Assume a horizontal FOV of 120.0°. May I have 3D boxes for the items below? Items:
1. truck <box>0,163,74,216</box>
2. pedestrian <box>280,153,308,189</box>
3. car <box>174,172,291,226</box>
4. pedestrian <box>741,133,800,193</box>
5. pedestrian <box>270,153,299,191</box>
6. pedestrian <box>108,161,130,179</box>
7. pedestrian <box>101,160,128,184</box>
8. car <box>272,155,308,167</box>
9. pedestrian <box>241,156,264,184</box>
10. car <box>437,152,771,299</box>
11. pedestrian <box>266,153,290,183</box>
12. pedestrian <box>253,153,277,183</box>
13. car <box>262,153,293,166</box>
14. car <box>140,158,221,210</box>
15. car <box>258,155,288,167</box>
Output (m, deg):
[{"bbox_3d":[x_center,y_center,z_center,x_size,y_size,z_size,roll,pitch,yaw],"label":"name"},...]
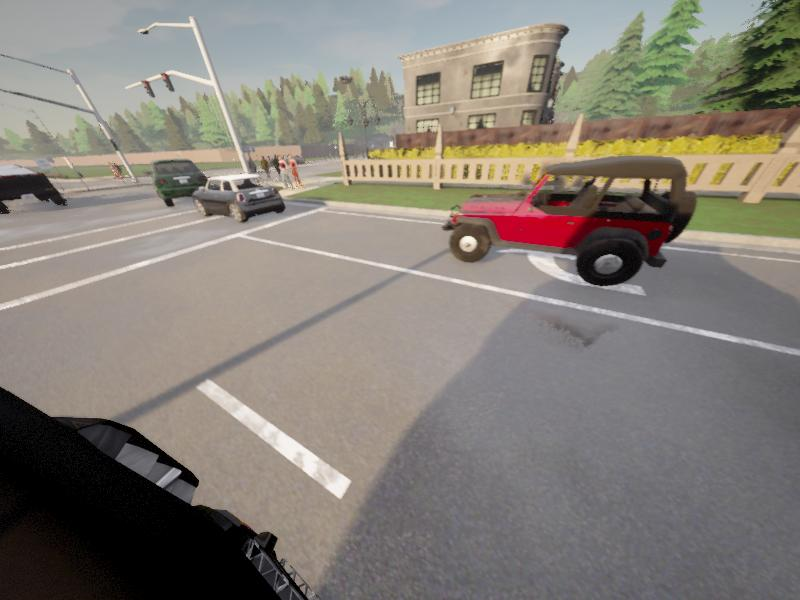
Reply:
[{"bbox_3d":[-21.913,-6.365,13.007,6.274,2.098,2.390,15,38,25],"label":"truck"},{"bbox_3d":[-6.396,-7.817,14.044,0.751,1.860,0.751,8,35,16],"label":"pedestrian"},{"bbox_3d":[-6.707,-4.235,9.367,3.806,1.475,1.970,16,38,26],"label":"car"},{"bbox_3d":[14.007,-5.002,8.474,0.751,1.860,0.751,15,38,25],"label":"pedestrian"},{"bbox_3d":[-6.672,-7.391,13.425,0.751,1.860,0.751,7,35,15],"label":"pedestrian"},{"bbox_3d":[-35.061,-16.240,28.832,0.751,1.860,0.751,12,36,20],"label":"pedestrian"},{"bbox_3d":[-26.414,-11.858,21.424,0.751,1.860,0.751,22,41,32],"label":"pedestrian"},{"bbox_3d":[-18.180,-23.112,38.380,2.163,1.488,4.792,16,38,25],"label":"car"},{"bbox_3d":[-11.856,-10.476,18.663,0.751,1.860,0.751,19,39,28],"label":"pedestrian"},{"bbox_3d":[2.952,-1.730,4.600,3.866,1.878,1.905,15,38,25],"label":"car"},{"bbox_3d":[-8.909,-9.658,16.908,0.751,1.860,0.751,18,39,27],"label":"pedestrian"},{"bbox_3d":[-10.175,-9.981,17.486,0.751,1.860,0.751,16,38,26],"label":"pedestrian"},{"bbox_3d":[-22.890,-26.390,43.319,2.097,1.767,4.553,16,38,25],"label":"car"},{"bbox_3d":[-12.287,-6.631,12.811,2.150,2.045,5.566,-30,42,-34],"label":"car"},{"bbox_3d":[-21.548,-23.700,39.371,1.851,1.617,3.988,16,38,25],"label":"car"}]
